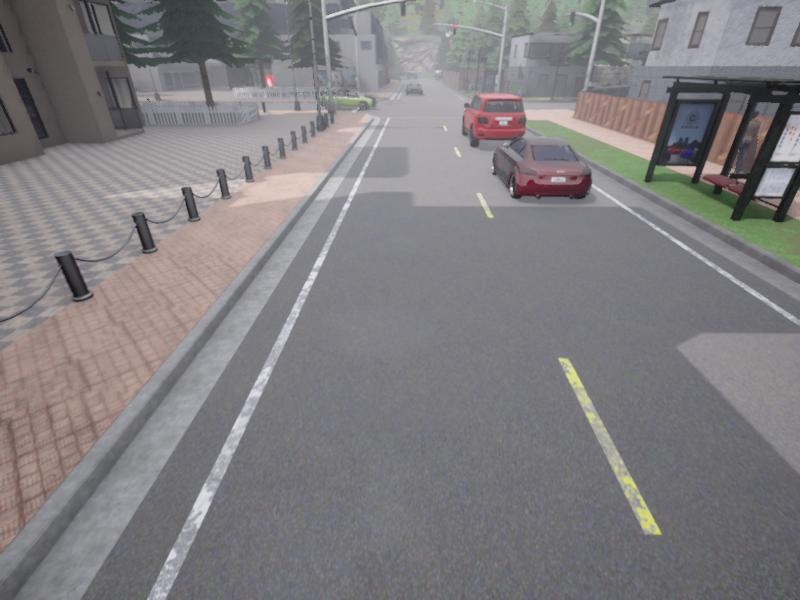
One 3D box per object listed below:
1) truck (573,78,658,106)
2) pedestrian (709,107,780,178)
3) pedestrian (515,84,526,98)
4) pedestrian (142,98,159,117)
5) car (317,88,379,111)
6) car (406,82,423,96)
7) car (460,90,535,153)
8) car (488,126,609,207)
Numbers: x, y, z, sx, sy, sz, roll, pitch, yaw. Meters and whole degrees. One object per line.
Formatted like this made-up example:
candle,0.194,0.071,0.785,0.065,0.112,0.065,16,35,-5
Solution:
truck,19.682,-19.126,36.758,6.274,2.098,2.390,-3,30,-6
pedestrian,10.126,-4.661,11.855,0.751,1.860,0.751,2,30,2
pedestrian,12.617,-21.834,41.828,0.751,1.300,0.751,0,30,0
pedestrian,-16.425,-12.681,26.325,0.500,1.100,0.500,0,30,-1
car,-4.111,-16.192,32.303,4.514,1.525,2.007,5,31,9
car,1.778,-26.199,49.609,1.994,1.385,4.181,1,30,1
car,4.203,-8.328,18.296,2.150,2.045,5.566,1,30,1
car,3.965,-4.009,11.563,1.994,1.385,4.181,1,30,2
